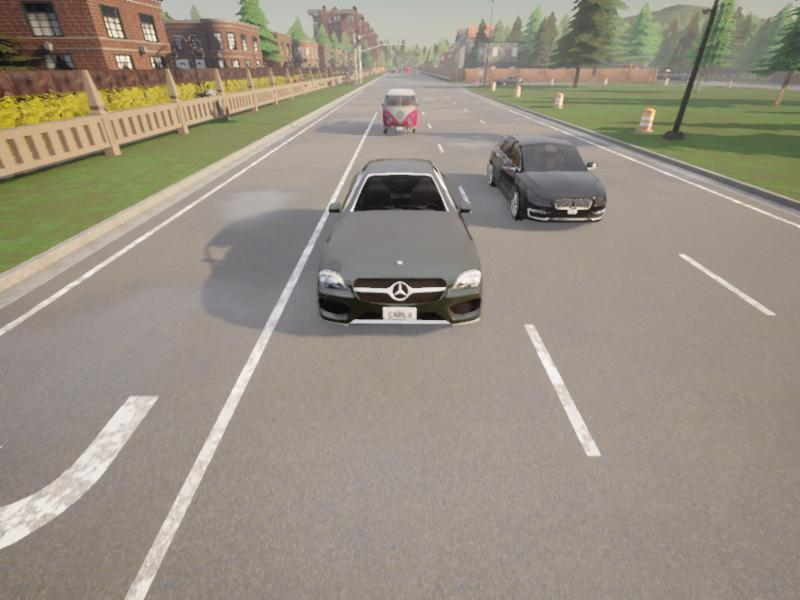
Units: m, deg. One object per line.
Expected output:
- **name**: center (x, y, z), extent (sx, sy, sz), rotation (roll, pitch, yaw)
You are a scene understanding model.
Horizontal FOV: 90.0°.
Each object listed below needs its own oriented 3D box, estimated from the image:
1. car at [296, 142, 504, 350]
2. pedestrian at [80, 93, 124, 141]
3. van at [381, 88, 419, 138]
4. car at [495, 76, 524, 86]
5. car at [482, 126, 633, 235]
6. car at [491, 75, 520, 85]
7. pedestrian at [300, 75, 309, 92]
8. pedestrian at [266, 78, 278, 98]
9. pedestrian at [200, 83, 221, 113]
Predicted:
- **car**: center (-0.002, -1.359, 6.727), extent (2.152, 1.651, 5.027), rotation (0, 30, 0)
- **pedestrian**: center (-12.983, -7.992, 17.488), extent (0.751, 1.860, 0.751), rotation (0, 30, 0)
- **van**: center (0.007, -9.919, 21.015), extent (1.775, 1.987, 4.442), rotation (0, 30, 0)
- **car**: center (20.223, -40.450, 73.802), extent (4.514, 1.525, 2.007), rotation (-7, 31, -12)
- **car**: center (3.499, -3.245, 10.080), extent (1.837, 1.490, 4.892), rotation (0, 30, 0)
- **car**: center (20.216, -42.319, 76.920), extent (4.611, 1.667, 2.242), rotation (-6, 31, -11)
- **pedestrian**: center (-12.167, -27.564, 50.995), extent (0.751, 1.860, 0.751), rotation (1, 30, 1)
- **pedestrian**: center (-13.090, -21.734, 41.018), extent (0.751, 1.860, 0.751), rotation (0, 30, 0)
- **pedestrian**: center (-13.216, -14.099, 27.939), extent (0.751, 1.860, 0.751), rotation (0, 30, -1)
